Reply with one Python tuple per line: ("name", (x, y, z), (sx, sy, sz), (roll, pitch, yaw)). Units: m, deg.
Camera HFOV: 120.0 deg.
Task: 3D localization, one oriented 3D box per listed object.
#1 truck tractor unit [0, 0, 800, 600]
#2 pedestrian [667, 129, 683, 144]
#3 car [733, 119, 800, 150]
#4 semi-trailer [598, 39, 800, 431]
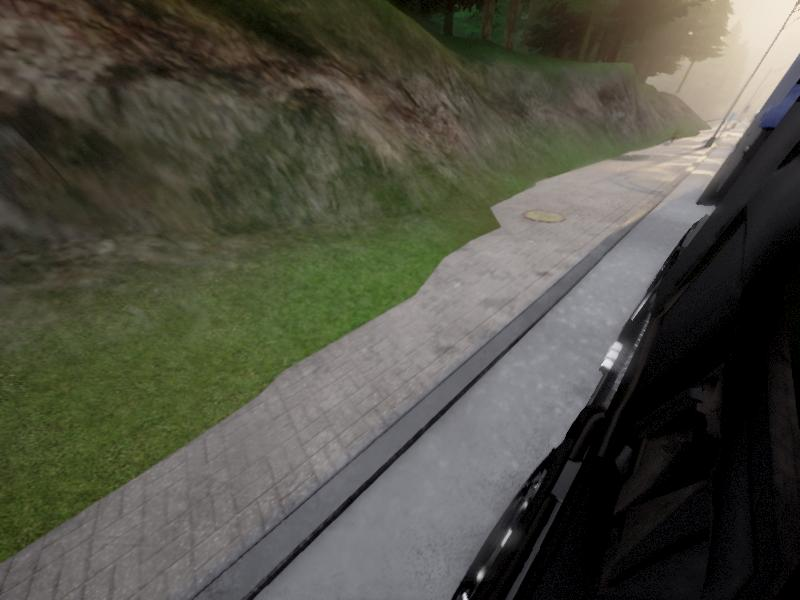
("truck tractor unit", (2.645, -0.295, 0.352), (6.516, 4.208, 3.053), (-28, 44, -30))
("pedestrian", (25.213, -15.015, 21.197), (0.500, 1.100, 0.500), (21, 43, 28))
("car", (27.831, -12.593, 17.531), (4.611, 1.667, 2.242), (-28, 44, -30))
("semi-trailer", (8.704, -3.587, 4.245), (14.254, 4.402, 2.717), (-28, 44, -30))
